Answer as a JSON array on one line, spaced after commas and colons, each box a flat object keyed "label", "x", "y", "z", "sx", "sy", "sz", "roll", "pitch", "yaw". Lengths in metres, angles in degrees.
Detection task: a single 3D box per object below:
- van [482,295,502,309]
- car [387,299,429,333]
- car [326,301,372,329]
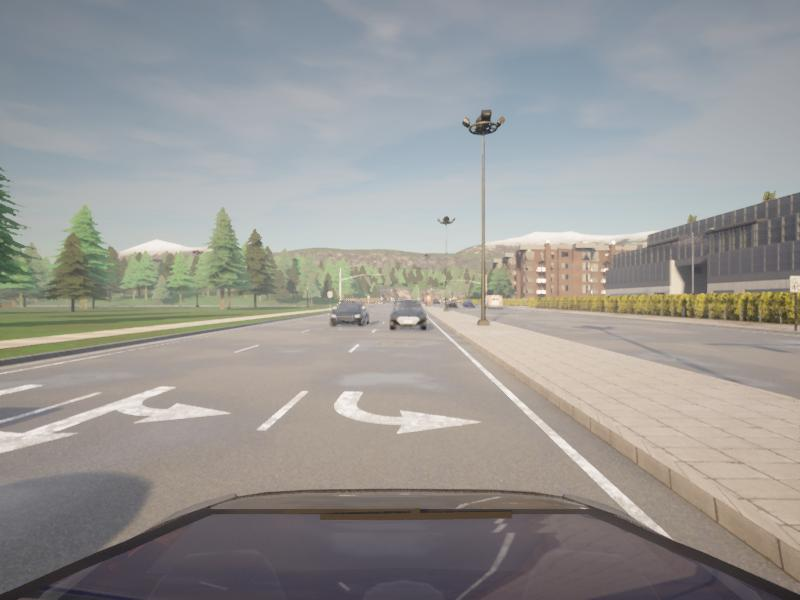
[{"label": "van", "x": 16.946, "y": 0.368, "z": 73.734, "sx": 2.351, "sy": 2.431, "sz": 6.366, "roll": 0, "pitch": 0, "yaw": 1}, {"label": "car", "x": 0.448, "y": 0.775, "z": 21.691, "sx": 2.033, "sy": 1.649, "sz": 4.856, "roll": 0, "pitch": 0, "yaw": 1}, {"label": "car", "x": -2.987, "y": 0.824, "z": 24.365, "sx": 2.038, "sy": 1.542, "sz": 4.974, "roll": 0, "pitch": 0, "yaw": 1}]
